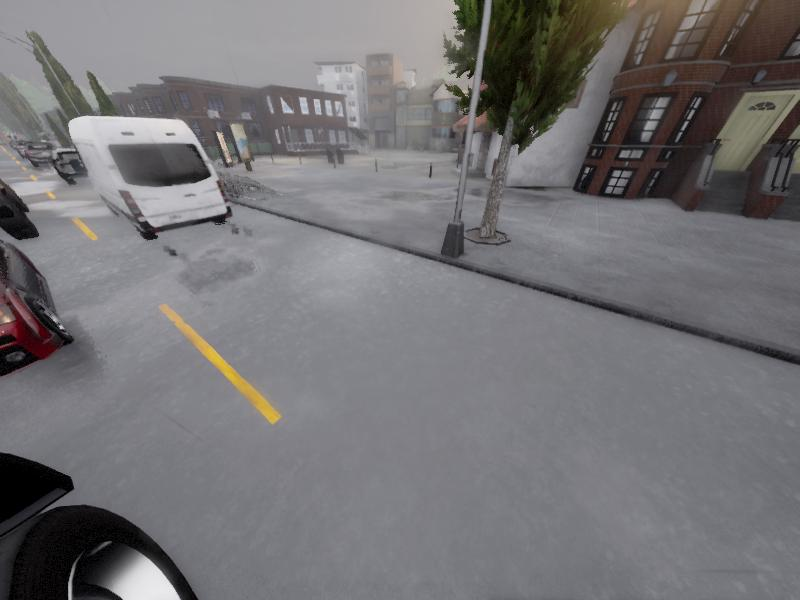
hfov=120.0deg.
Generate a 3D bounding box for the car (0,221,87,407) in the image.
[{"bbox_3d":[-5.974,0.014,2.643,4.181,1.385,1.994,22,40,28],"label":"car"}]

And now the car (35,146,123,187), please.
[{"bbox_3d":[-18.673,-7.887,13.432,4.856,1.649,2.033,23,41,29],"label":"car"}]

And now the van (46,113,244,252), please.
[{"bbox_3d":[-7.541,-3.677,6.811,5.915,2.561,1.988,24,41,29],"label":"van"}]

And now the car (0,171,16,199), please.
[{"bbox_3d":[-19.080,-5.336,9.922,4.902,1.511,2.128,23,41,28],"label":"car"}]

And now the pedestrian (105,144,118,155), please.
[{"bbox_3d":[-36.637,-19.108,29.340,0.500,1.100,0.500,14,37,18],"label":"pedestrian"}]

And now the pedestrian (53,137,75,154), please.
[{"bbox_3d":[-43.306,-19.932,29.773,0.751,1.860,0.751,24,41,29],"label":"pedestrian"}]

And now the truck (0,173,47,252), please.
[{"bbox_3d":[-12.146,-2.782,5.877,6.274,2.098,2.390,22,41,28],"label":"truck"}]

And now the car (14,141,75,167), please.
[{"bbox_3d":[-31.345,-12.931,20.393,4.611,1.667,2.242,24,41,29],"label":"car"}]

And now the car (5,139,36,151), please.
[{"bbox_3d":[-67.863,-27.777,41.264,5.027,1.651,2.152,22,41,28],"label":"car"}]

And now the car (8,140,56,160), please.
[{"bbox_3d":[-41.186,-16.896,25.887,4.611,1.667,2.242,23,41,29],"label":"car"}]

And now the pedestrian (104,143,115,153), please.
[{"bbox_3d":[-40.965,-21.417,32.582,0.500,1.100,0.500,23,41,29],"label":"pedestrian"}]
